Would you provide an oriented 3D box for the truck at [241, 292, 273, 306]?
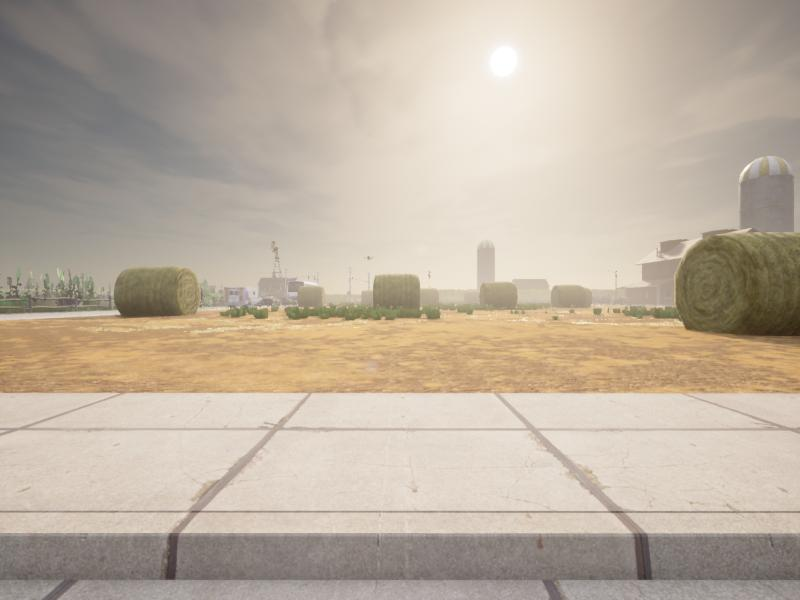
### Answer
[{"bbox_3d":[-21.463,-0.106,60.434,2.390,2.098,6.274,0,0,3],"label":"truck"}]

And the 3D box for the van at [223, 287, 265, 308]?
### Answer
[{"bbox_3d":[-18.556,-0.270,47.962,2.351,2.431,6.366,0,0,3],"label":"van"}]

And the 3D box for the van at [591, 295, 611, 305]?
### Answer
[{"bbox_3d":[39.266,0.002,78.275,1.775,1.987,4.442,0,0,-1],"label":"van"}]

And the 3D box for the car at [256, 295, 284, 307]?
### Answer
[{"bbox_3d":[-18.168,0.123,56.124,1.930,1.638,5.238,0,0,3],"label":"car"}]

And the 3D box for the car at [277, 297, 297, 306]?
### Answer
[{"bbox_3d":[-17.830,0.206,63.155,1.816,1.474,4.193,0,0,3],"label":"car"}]

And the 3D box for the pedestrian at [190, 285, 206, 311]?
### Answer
[{"bbox_3d":[-14.696,-0.161,29.090,0.751,1.860,0.751,0,0,0],"label":"pedestrian"}]

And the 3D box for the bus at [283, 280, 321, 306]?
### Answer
[{"bbox_3d":[-17.491,-1.186,72.674,3.944,4.253,10.273,0,0,3],"label":"bus"}]
